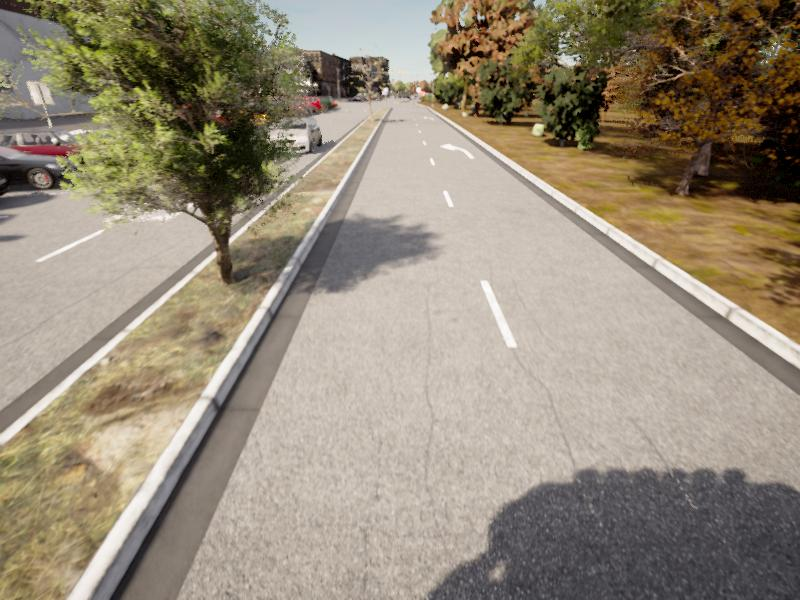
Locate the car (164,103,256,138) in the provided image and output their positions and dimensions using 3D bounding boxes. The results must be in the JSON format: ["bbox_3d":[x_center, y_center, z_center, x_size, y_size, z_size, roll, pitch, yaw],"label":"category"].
[{"bbox_3d":[-13.715,-13.200,29.297,5.566,2.045,2.435,-10,29,-17],"label":"car"}]

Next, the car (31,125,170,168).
[{"bbox_3d":[-13.775,-7.305,18.817,4.674,1.452,2.002,-10,29,-17],"label":"car"}]

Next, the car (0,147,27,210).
[{"bbox_3d":[-13.825,-3.105,10.829,4.792,1.488,2.163,-10,29,-17],"label":"car"}]

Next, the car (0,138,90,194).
[{"bbox_3d":[-13.793,-4.500,13.514,4.674,1.452,2.002,-10,29,-17],"label":"car"}]

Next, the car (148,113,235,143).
[{"bbox_3d":[-13.719,-11.545,26.775,4.792,1.488,2.163,-10,29,-17],"label":"car"}]

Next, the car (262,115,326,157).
[{"bbox_3d":[-5.689,-9.171,22.149,2.242,1.667,4.611,0,28,0],"label":"car"}]

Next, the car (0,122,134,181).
[{"bbox_3d":[-13.813,-6.044,16.078,4.553,1.767,2.185,-10,29,-17],"label":"car"}]

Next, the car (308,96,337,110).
[{"bbox_3d":[-13.422,-34.096,69.226,4.442,1.987,1.878,-10,29,-17],"label":"car"}]

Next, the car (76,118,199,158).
[{"bbox_3d":[-13.756,-8.747,21.449,5.008,1.535,2.097,-10,30,-17],"label":"car"}]

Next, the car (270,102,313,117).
[{"bbox_3d":[-13.671,-24.151,50.645,4.892,1.521,2.231,-10,29,-17],"label":"car"}]

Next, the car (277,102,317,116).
[{"bbox_3d":[-13.680,-25.508,53.304,4.792,1.488,2.163,-10,29,-17],"label":"car"}]

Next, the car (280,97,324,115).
[{"bbox_3d":[-13.673,-27.145,55.837,5.566,2.045,2.435,-10,29,-17],"label":"car"}]

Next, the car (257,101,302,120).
[{"bbox_3d":[-13.652,-21.485,45.273,4.553,1.767,2.185,-10,29,-17],"label":"car"}]

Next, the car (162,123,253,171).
[{"bbox_3d":[-8.703,-7.233,18.664,1.837,1.490,4.892,0,28,0],"label":"car"}]

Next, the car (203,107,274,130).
[{"bbox_3d":[-13.892,-15.749,34.645,5.366,1.575,1.946,-10,30,-17],"label":"car"}]

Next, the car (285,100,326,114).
[{"bbox_3d":[-13.807,-28.288,58.569,5.366,1.575,1.946,-10,29,-17],"label":"car"}]

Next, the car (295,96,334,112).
[{"bbox_3d":[-13.623,-31.311,63.830,5.566,2.045,2.435,-10,29,-17],"label":"car"}]

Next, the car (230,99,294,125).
[{"bbox_3d":[-13.727,-18.793,39.880,5.566,2.045,2.435,-10,30,-17],"label":"car"}]

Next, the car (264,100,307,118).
[{"bbox_3d":[-13.706,-22.869,47.919,4.553,1.767,2.185,-10,29,-17],"label":"car"}]

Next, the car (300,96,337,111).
[{"bbox_3d":[-13.544,-32.715,66.522,5.566,2.045,2.435,-10,29,-17],"label":"car"}]

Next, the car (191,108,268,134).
[{"bbox_3d":[-13.553,-14.412,32.108,5.366,1.575,1.946,-10,29,-17],"label":"car"}]
